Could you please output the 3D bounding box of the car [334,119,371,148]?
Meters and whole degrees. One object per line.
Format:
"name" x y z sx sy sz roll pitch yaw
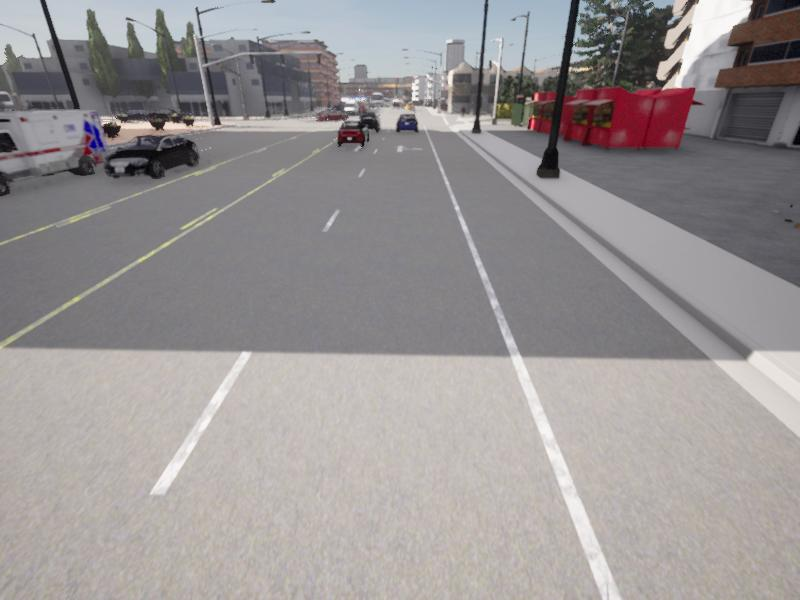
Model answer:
"car" -3.103 -11.261 26.902 1.816 1.474 4.193 1 27 1

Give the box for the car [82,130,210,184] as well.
"car" -10.395 -6.194 16.994 2.128 1.511 4.902 1 27 1

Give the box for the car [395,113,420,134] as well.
"car" 0.690 -16.185 36.540 2.163 1.488 4.792 1 27 1

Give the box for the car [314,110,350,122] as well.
"car" -8.987 -24.313 52.812 4.181 1.385 1.994 -19 33 -34

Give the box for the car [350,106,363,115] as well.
"car" -8.483 -37.271 78.580 1.812 1.442 4.674 1 27 2

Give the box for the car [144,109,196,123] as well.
"car" -28.345 -22.757 49.397 5.008 1.535 1.882 1 26 2

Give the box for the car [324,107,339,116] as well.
"car" -12.274 -33.764 71.606 1.816 1.474 4.193 1 27 1

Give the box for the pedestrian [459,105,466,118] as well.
"pedestrian" 9.807 -29.513 62.721 0.751 1.860 0.751 -2 26 -4

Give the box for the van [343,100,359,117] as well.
"van" -8.744 -34.524 71.938 1.988 2.561 5.915 1 27 1

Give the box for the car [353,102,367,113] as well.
"car" -8.383 -40.608 84.369 2.150 2.045 5.566 1 28 1

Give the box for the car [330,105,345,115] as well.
"car" -12.079 -36.977 77.790 1.930 1.638 5.238 1 27 2

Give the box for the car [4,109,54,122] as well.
"car" -46.182 -23.012 49.913 4.193 1.474 1.816 1 26 2

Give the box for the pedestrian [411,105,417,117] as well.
"pedestrian" 2.414 -32.850 69.377 0.751 1.860 0.751 -16 30 -29

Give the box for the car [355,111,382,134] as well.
"car" -2.795 -16.389 36.763 1.930 1.638 5.238 1 27 1

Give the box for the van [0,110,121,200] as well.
"van" -13.954 -5.609 14.842 2.351 2.431 6.366 1 27 1

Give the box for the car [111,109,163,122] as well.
"car" -34.622 -24.355 52.756 5.357 1.411 2.033 1 26 2
